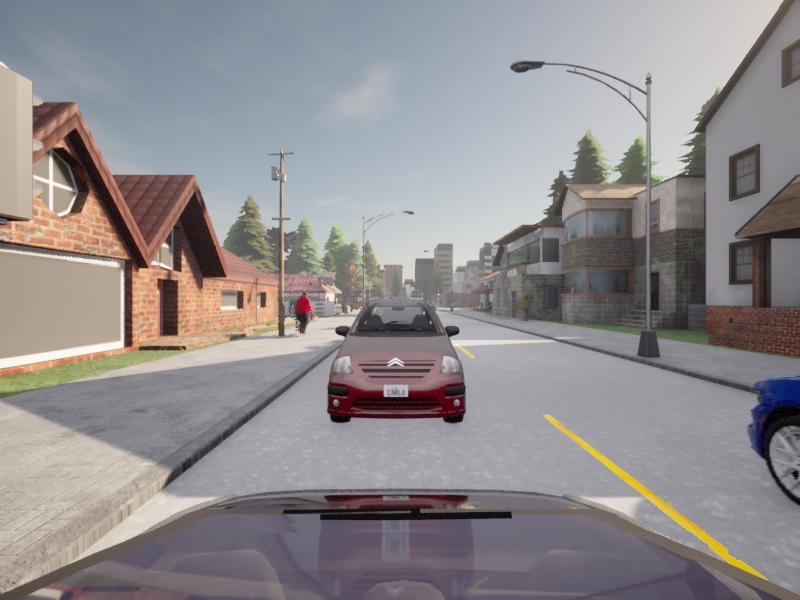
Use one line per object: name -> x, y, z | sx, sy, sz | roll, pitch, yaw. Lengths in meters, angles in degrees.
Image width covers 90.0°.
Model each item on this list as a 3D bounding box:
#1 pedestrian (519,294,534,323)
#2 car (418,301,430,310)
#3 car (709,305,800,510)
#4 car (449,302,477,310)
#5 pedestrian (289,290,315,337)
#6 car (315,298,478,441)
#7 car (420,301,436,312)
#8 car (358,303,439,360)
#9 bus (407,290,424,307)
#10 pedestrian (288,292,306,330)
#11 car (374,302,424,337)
pedestrian -> 8.227, 0.533, 26.107 | 0.751, 1.860, 0.751 | 0, 0, 3
car -> 4.148, 0.854, 68.545 | 1.816, 1.474, 4.193 | 0, 0, 5
car -> 3.961, 0.823, 1.400 | 1.882, 1.535, 5.008 | 0, 0, 0
car -> 11.982, 1.142, 76.222 | 5.027, 1.651, 2.152 | 0, 0, 0
pedestrian -> -3.966, 0.533, 16.250 | 0.751, 1.860, 0.751 | 0, 0, 18
car -> -0.037, 0.788, 6.528 | 1.851, 1.617, 3.988 | 0, 0, 0
car -> 3.988, 0.853, 56.835 | 1.970, 1.475, 3.806 | 0, 0, 0
car -> -0.034, 0.851, 13.091 | 2.163, 1.488, 4.792 | 0, 0, 0
bus -> 3.885, -0.319, 102.546 | 3.944, 4.253, 10.273 | 0, 0, 0
pedestrian -> -5.108, 0.533, 19.864 | 0.751, 1.860, 0.751 | 0, 0, -3
car -> -0.032, 0.851, 19.557 | 2.163, 1.488, 4.792 | 0, 0, 0
